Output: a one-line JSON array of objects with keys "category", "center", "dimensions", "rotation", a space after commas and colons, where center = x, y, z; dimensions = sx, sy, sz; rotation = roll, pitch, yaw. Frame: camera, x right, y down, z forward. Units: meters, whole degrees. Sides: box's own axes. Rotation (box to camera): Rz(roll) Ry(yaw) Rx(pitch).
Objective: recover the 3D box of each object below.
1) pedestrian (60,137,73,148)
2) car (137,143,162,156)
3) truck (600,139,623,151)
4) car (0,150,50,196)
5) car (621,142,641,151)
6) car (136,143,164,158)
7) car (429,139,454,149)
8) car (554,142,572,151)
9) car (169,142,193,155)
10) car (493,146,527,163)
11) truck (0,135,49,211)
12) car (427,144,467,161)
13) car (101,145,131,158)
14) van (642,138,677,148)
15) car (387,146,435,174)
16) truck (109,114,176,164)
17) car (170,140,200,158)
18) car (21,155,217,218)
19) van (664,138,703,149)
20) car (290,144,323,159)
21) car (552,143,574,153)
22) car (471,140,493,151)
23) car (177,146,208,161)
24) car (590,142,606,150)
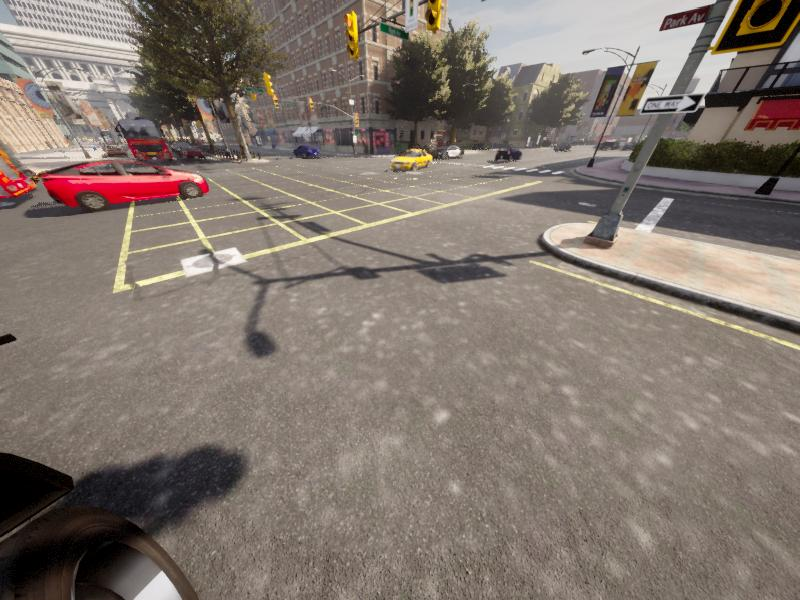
[{"category": "pedestrian", "center": [-69.491, -32.846, 48.150], "dimensions": [0.751, 1.860, 0.751], "rotation": [-29, 44, -34]}, {"category": "car", "center": [-36.886, -22.195, 33.990], "dimensions": [1.994, 1.385, 4.181], "rotation": [-28, 44, -34]}, {"category": "truck", "center": [49.350, -36.244, 53.932], "dimensions": [6.274, 2.098, 2.390], "rotation": [-28, 44, -34]}, {"category": "car", "center": [-19.648, -5.133, 9.643], "dimensions": [5.238, 1.638, 1.930], "rotation": [-28, 44, -33]}, {"category": "car", "center": [52.714, -35.092, 52.715], "dimensions": [4.856, 1.649, 2.033], "rotation": [-28, 44, -34]}, {"category": "car", "center": [-32.422, -19.416, 29.981], "dimensions": [1.970, 1.475, 3.806], "rotation": [-28, 44, -34]}, {"category": "car", "center": [10.056, -38.049, 56.262], "dimensions": [2.150, 2.045, 5.566], "rotation": [-28, 44, -34]}, {"category": "car", "center": [37.115, -35.003, 52.650], "dimensions": [4.674, 1.442, 1.812], "rotation": [-28, 44, -34]}, {"category": "car", "center": [-32.921, -22.725, 34.677], "dimensions": [1.970, 1.475, 3.806], "rotation": [-27, 44, -33]}, {"category": "car", "center": [12.440, -16.537, 26.167], "dimensions": [3.633, 1.501, 1.845], "rotation": [-28, 44, -34]}, {"category": "truck", "center": [-18.169, -4.068, 6.243], "dimensions": [8.468, 3.827, 2.891], "rotation": [-28, 44, -34]}, {"category": "car", "center": [5.970, -18.747, 29.258], "dimensions": [4.974, 1.542, 2.038], "rotation": [-25, 42, -31]}, {"category": "car", "center": [-36.836, -19.373, 30.035], "dimensions": [1.895, 1.301, 4.718], "rotation": [-28, 44, -34]}, {"category": "van", "center": [78.928, -47.888, 70.395], "dimensions": [6.366, 2.431, 2.351], "rotation": [4, 35, 5]}, {"category": "car", "center": [1.061, -11.775, 19.279], "dimensions": [1.801, 1.575, 5.366], "rotation": [17, 38, 22]}, {"category": "truck", "center": [-27.249, -17.094, 24.681], "dimensions": [2.891, 3.827, 8.468], "rotation": [-28, 44, -34]}, {"category": "car", "center": [-28.926, -20.319, 31.013], "dimensions": [2.097, 1.767, 4.553], "rotation": [-28, 44, -34]}, {"category": "car", "center": [-10.597, -4.738, 9.247], "dimensions": [2.007, 1.525, 4.514], "rotation": [26, 43, 32]}, {"category": "van", "center": [81.540, -45.256, 66.675], "dimensions": [6.366, 2.431, 2.351], "rotation": [14, 37, 18]}, {"category": "car", "center": [-12.276, -19.474, 30.237], "dimensions": [4.674, 1.442, 1.812], "rotation": [30, 45, 35]}, {"category": "car", "center": [31.408, -29.271, 44.424], "dimensions": [4.892, 1.490, 1.837], "rotation": [-28, 44, -34]}, {"category": "car", "center": [17.274, -32.826, 49.029], "dimensions": [1.905, 1.878, 3.866], "rotation": [-18, 39, -25]}, {"category": "car", "center": [-24.264, -17.156, 26.987], "dimensions": [1.895, 1.301, 4.718], "rotation": [-28, 44, -34]}, {"category": "car", "center": [50.795, -39.457, 59.124], "dimensions": [3.806, 1.475, 1.970], "rotation": [-28, 44, -34]}]
